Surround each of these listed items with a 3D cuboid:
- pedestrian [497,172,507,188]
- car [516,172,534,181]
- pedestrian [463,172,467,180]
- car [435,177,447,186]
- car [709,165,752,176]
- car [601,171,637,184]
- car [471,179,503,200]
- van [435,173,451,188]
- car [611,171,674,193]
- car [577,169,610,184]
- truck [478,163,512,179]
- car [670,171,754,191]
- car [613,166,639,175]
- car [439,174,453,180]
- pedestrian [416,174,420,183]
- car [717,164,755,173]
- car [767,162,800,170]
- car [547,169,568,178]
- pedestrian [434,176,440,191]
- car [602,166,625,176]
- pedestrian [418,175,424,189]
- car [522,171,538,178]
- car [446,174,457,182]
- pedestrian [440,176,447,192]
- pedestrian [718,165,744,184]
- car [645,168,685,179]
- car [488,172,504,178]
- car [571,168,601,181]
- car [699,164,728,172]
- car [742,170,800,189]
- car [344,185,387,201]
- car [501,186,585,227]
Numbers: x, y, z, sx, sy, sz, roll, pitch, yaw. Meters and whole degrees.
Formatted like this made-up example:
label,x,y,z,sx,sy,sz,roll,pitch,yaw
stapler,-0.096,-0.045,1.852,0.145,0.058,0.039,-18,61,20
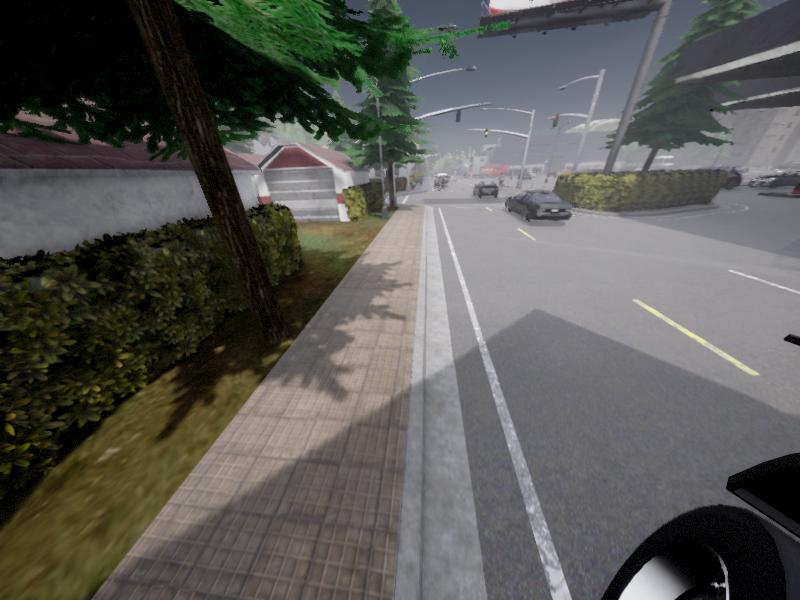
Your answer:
label,x,y,z,sx,sy,sz,roll,pitch,yaw
pedestrian,13.915,-16.389,31.573,0.751,1.860,0.751,-6,29,-7
car,27.877,-27.705,51.683,2.007,1.523,4.514,1,29,6
pedestrian,17.345,-33.206,61.674,0.751,1.860,0.751,1,29,6
car,8.252,-24.222,47.005,1.994,1.385,4.181,1,29,6
car,56.020,-21.950,39.253,1.845,1.501,3.633,1,29,6
car,32.963,-18.555,34.919,1.970,1.475,3.806,1,29,6
car,9.158,-11.918,24.788,2.128,1.511,4.902,1,30,6
van,7.460,-20.998,40.550,2.069,2.038,4.480,-1,29,2
car,25.608,-12.574,24.550,3.866,1.878,1.905,1,29,6
car,29.708,-19.157,35.662,1.905,1.878,3.866,1,29,6
truck,28.685,-39.035,70.056,8.468,3.827,2.891,1,29,6
car,32.025,-12.328,23.901,4.856,1.649,2.033,1,29,6
car,54.284,-31.210,55.636,1.932,1.855,4.605,1,29,6
car,13.693,-36.558,68.638,2.038,1.542,4.974,-9,30,-12
pedestrian,4.105,-28.012,53.280,0.751,1.860,0.751,3,29,10
car,69.050,-27.019,47.570,1.970,1.475,3.806,1,29,6
car,90.309,-31.168,53.736,2.163,1.488,4.792,1,29,6
car,38.634,-31.234,56.956,2.152,1.636,5.027,1,29,6
pedestrian,5.132,-16.276,32.335,0.751,1.860,0.751,2,29,7
car,51.353,-31.078,55.574,1.905,1.878,3.866,1,29,6
pedestrian,3.175,-17.705,34.745,0.751,1.860,0.751,7,30,17
car,32.224,-31.120,57.388,1.970,1.475,3.806,1,29,6
car,13.299,-31.593,59.675,2.152,1.651,5.027,1,29,6
pedestrian,5.850,-15.671,31.191,0.751,1.860,0.751,0,29,5
pedestrian,38.322,-14.516,26.779,0.751,1.860,0.751,1,29,6
car,46.088,-22.163,40.330,2.007,1.523,4.514,1,29,6
car,30.562,-39.680,73.507,4.193,1.474,1.816,1,29,6
car,33.767,-22.901,42.161,1.932,1.855,4.605,1,29,6
car,72.758,-30.578,53.697,1.845,1.501,3.633,1,29,6
car,38.311,-12.134,23.241,3.806,1.475,1.970,1,29,6
car,-4.079,-12.927,27.850,4.674,1.442,1.812,2,29,9
car,7.862,-5.620,13.503,2.033,1.411,5.357,1,30,6
